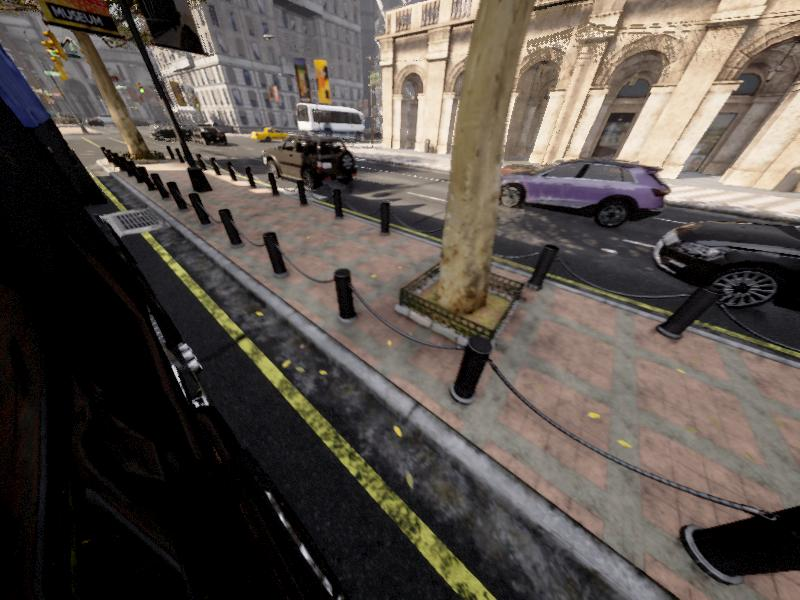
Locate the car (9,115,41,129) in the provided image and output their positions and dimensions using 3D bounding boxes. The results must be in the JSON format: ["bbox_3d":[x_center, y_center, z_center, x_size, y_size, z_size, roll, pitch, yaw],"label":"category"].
[{"bbox_3d":[-53.474,-25.373,32.987,4.674,1.442,1.812,27,43,29],"label":"car"}]

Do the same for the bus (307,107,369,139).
[{"bbox_3d":[-10.991,-32.397,42.680,3.944,4.253,10.273,27,43,29],"label":"bus"}]

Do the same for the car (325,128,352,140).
[{"bbox_3d":[-10.479,-28.513,39.732,1.851,1.617,3.988,27,43,29],"label":"car"}]

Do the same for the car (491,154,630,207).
[{"bbox_3d":[6.903,-5.497,10.328,4.718,1.301,1.895,27,43,29],"label":"car"}]

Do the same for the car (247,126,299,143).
[{"bbox_3d":[-16.115,-21.225,29.668,1.801,1.575,5.366,30,44,31],"label":"car"}]

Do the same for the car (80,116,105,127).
[{"bbox_3d":[-60.907,-35.366,45.799,4.974,1.542,2.038,26,43,28],"label":"car"}]

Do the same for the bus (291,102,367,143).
[{"bbox_3d":[-10.118,-26.558,34.935,3.944,4.253,10.273,27,43,29],"label":"bus"}]

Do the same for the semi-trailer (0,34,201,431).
[{"bbox_3d":[-8.654,-3.635,4.272,14.254,4.402,2.717,29,44,30],"label":"semi-trailer"}]

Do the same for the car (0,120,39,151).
[{"bbox_3d":[-26.425,-10.349,14.521,1.789,1.549,3.705,27,43,29],"label":"car"}]

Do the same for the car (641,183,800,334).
[{"bbox_3d":[7.049,-0.296,3.219,4.902,1.511,2.128,27,43,29],"label":"car"}]

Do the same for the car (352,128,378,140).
[{"bbox_3d":[-6.561,-31.340,43.700,2.242,1.667,4.611,27,43,29],"label":"car"}]

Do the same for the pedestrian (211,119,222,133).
[{"bbox_3d":[-32.027,-30.381,40.374,0.751,1.860,0.751,23,41,25],"label":"pedestrian"}]

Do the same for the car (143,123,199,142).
[{"bbox_3d":[-24.793,-18.224,25.137,1.789,1.549,3.705,27,43,29],"label":"car"}]

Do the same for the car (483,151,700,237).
[{"bbox_3d":[5.658,-3.769,7.667,4.856,1.649,2.033,26,43,30],"label":"car"}]

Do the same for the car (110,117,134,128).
[{"bbox_3d":[-56.071,-35.778,46.573,5.027,1.651,2.152,30,45,32],"label":"car"}]

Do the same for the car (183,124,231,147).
[{"bbox_3d":[-19.690,-16.870,23.576,5.238,1.638,1.930,27,43,29],"label":"car"}]

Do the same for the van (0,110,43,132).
[{"bbox_3d":[-48.440,-23.020,29.660,4.480,2.038,2.069,27,43,29],"label":"van"}]

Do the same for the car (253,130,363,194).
[{"bbox_3d":[-3.980,-6.148,10.038,4.605,1.855,1.932,27,43,29],"label":"car"}]

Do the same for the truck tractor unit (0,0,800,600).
[{"bbox_3d":[-2.645,-0.295,0.351,6.516,4.208,3.053,28,44,30],"label":"truck tractor unit"}]

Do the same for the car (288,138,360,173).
[{"bbox_3d":[-4.685,-9.003,14.234,4.181,1.385,1.994,27,43,29],"label":"car"}]
